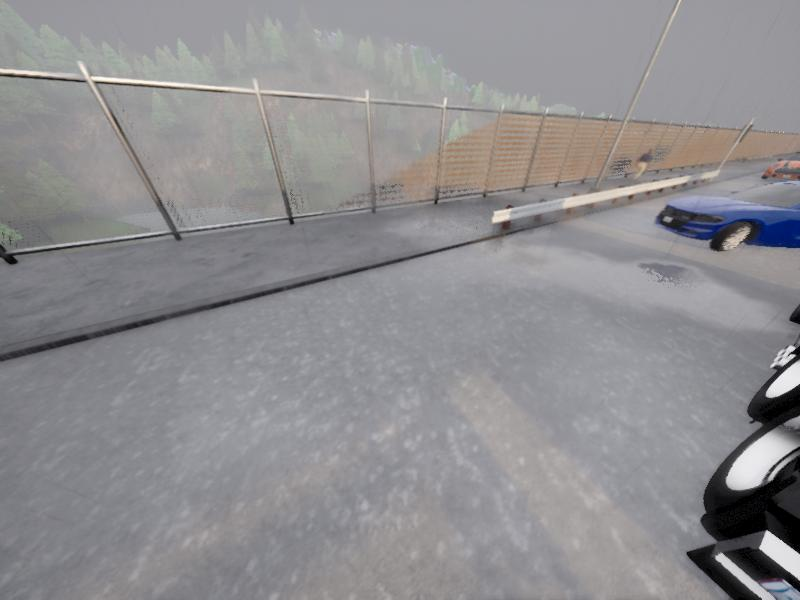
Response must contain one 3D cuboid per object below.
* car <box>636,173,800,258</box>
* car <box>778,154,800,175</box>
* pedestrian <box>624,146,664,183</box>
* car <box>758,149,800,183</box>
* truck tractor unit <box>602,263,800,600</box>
[{"bbox_3d":[9.779,-2.120,5.753,5.008,1.535,1.882,7,35,10],"label":"car"},{"bbox_3d":[34.190,-11.294,19.218,4.181,1.385,1.994,-18,39,-25],"label":"car"},{"bbox_3d":[14.654,-8.125,13.896,0.751,1.860,0.751,-17,39,-23],"label":"pedestrian"},{"bbox_3d":[27.855,-9.373,16.049,4.553,1.767,2.097,-18,39,-24],"label":"car"},{"bbox_3d":[5.115,-0.294,0.795,6.516,4.208,3.053,-18,39,-24],"label":"truck tractor unit"}]
